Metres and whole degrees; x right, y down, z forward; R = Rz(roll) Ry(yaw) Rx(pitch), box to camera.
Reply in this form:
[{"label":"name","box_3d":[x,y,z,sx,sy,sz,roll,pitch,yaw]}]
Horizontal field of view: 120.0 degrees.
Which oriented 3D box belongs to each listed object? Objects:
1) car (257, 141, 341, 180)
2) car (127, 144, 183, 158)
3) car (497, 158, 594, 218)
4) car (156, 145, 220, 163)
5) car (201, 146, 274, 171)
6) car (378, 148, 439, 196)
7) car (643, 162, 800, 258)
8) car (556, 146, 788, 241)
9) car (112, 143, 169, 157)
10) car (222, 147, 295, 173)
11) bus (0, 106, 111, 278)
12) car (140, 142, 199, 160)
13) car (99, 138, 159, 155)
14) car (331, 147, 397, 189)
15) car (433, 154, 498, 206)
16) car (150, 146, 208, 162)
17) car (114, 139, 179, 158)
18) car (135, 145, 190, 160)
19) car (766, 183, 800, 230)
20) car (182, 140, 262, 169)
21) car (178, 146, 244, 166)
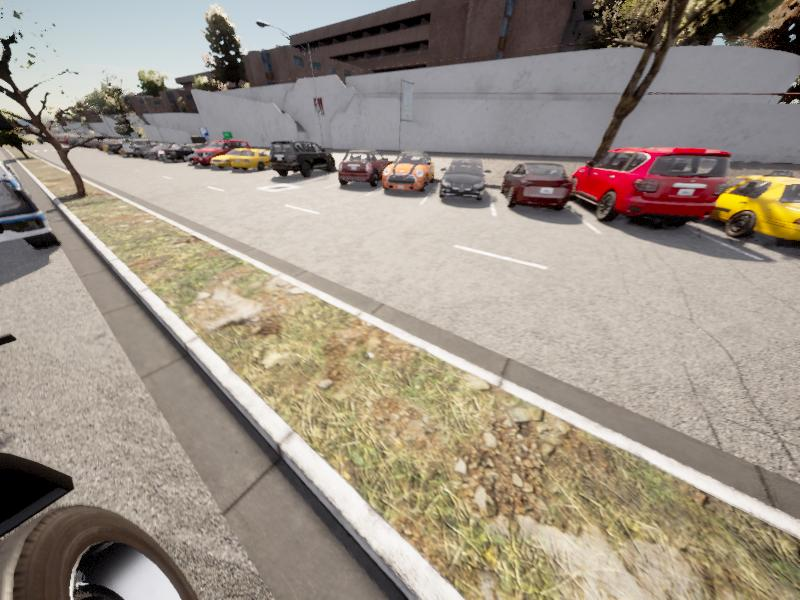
[{"label":"car","box_3d":[-6.754,-10.122,16.505,2.435,2.045,5.566,9,35,12]},{"label":"car","box_3d":[-33.829,-20.728,32.142,2.163,1.488,4.792,9,35,12]},{"label":"car","box_3d":[5.551,-4.915,9.666,2.163,1.488,4.792,9,35,12]},{"label":"car","box_3d":[-23.986,-16.783,26.471,2.097,1.535,5.008,9,35,12]},{"label":"car","box_3d":[-14.182,-12.761,20.686,1.946,1.575,5.366,9,35,12]},{"label":"car","box_3d":[0.640,-7.038,12.375,2.185,1.767,4.553,9,35,12]},{"label":"car","box_3d":[10.515,-3.023,6.975,1.946,1.575,5.366,9,35,12]},{"label":"car","box_3d":[8.016,-4.144,8.108,2.435,2.045,5.566,9,35,12]},{"label":"car","box_3d":[-38.802,-22.634,34.751,1.946,1.575,5.366,9,35,12]},{"label":"car","box_3d":[-11.633,-11.978,19.580,1.946,1.575,5.366,9,35,12]},{"label":"bus","box_3d":[-12.212,-3.642,5.312,10.273,4.253,3.944,22,40,28]},{"label":"car","box_3d":[-28.893,-18.875,29.245,2.185,1.767,4.553,9,35,12]},{"label":"car","box_3d":[-43.679,-24.933,37.519,2.435,2.045,5.566,10,36,11]},{"label":"car","box_3d":[-1.844,-8.000,13.724,2.185,1.767,4.553,9,35,12]},{"label":"car","box_3d":[3.093,-5.922,11.027,2.231,1.521,4.892,9,35,12]},{"label":"car","box_3d":[-26.441,-17.737,27.909,2.002,1.452,4.674,9,35,12]},{"label":"car","box_3d":[-36.285,-21.954,33.382,2.435,2.045,5.566,9,35,12]},{"label":"car","box_3d":[-31.361,-19.706,30.722,2.002,1.452,4.674,9,35,12]},{"label":"car","box_3d":[12.923,-1.880,5.446,2.002,1.452,4.674,9,35,12]},{"label":"car","box_3d":[-16.597,-14.034,22.081,2.435,2.045,5.566,9,35,12]},{"label":"car","box_3d":[-19.063,-14.784,23.648,2.163,1.488,4.792,9,35,12]}]
